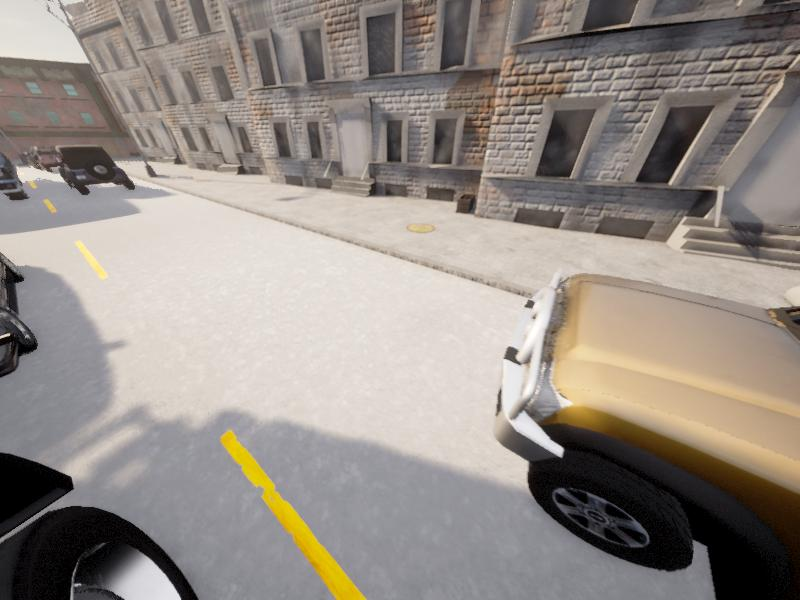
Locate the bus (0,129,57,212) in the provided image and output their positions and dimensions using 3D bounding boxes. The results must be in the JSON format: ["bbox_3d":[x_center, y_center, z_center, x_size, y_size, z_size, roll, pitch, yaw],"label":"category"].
[{"bbox_3d":[-19.480,-6.599,9.411,10.273,4.253,3.944,24,42,28],"label":"bus"}]

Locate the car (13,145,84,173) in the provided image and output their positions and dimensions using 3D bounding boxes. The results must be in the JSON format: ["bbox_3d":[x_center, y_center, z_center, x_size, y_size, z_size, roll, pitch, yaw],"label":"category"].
[{"bbox_3d":[-27.145,-10.973,17.872,3.988,1.617,1.851,17,38,22],"label":"car"}]

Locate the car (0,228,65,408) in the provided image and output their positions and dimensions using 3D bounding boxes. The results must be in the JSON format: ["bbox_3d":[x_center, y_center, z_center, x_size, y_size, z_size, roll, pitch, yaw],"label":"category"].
[{"bbox_3d":[-6.587,-0.102,2.797,5.357,1.411,2.033,22,41,28],"label":"car"}]

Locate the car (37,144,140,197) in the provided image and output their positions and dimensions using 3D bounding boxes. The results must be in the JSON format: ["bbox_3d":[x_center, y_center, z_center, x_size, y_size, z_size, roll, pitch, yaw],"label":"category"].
[{"bbox_3d":[-15.149,-6.439,11.286,3.866,1.878,1.905,22,41,28],"label":"car"}]

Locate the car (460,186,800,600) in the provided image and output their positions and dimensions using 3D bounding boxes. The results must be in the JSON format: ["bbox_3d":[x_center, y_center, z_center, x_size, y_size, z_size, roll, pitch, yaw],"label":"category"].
[{"bbox_3d":[2.953,0.932,0.987,4.605,1.855,1.932,23,41,27],"label":"car"}]
